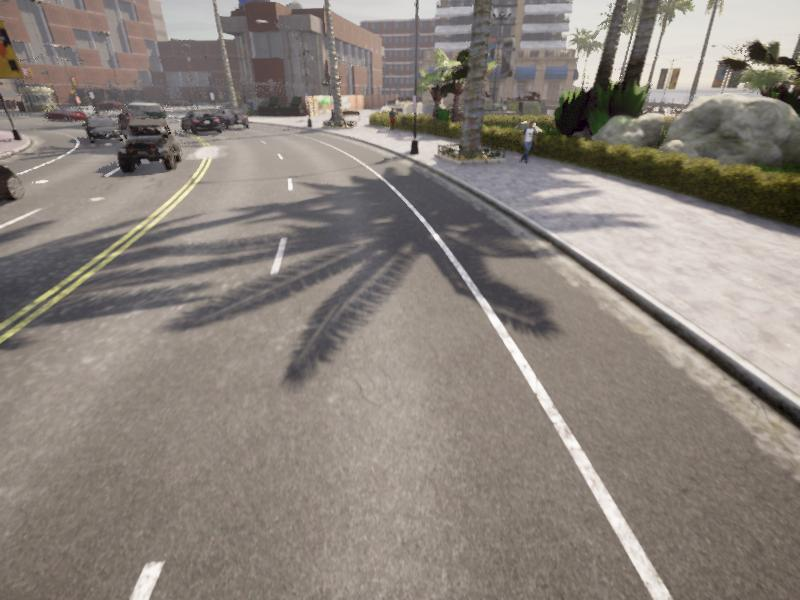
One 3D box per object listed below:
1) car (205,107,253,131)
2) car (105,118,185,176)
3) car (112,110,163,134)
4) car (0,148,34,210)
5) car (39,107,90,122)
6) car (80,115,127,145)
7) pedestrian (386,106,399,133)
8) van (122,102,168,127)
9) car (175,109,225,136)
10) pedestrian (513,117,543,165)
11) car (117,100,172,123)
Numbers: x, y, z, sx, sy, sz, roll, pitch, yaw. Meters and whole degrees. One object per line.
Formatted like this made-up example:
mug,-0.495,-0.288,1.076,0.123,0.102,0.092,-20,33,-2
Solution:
car,-15.696,-16.596,36.576,2.152,1.651,5.027,-23,35,-37
car,-10.857,-6.755,17.407,1.905,1.878,3.866,-9,29,-17
car,-22.090,-15.015,33.612,4.514,1.525,2.007,23,35,36
car,-12.282,-3.032,10.699,1.970,1.475,3.806,-7,28,-13
car,-37.566,-20.800,44.821,4.181,1.385,1.994,7,28,14
car,-19.956,-11.473,26.853,1.837,1.490,4.892,-19,33,-33
pedestrian,-0.588,-14.077,31.168,0.751,1.860,0.751,-11,30,-21
van,-25.266,-18.401,39.600,4.442,1.987,1.775,18,32,31
car,-16.314,-14.545,32.585,2.242,1.667,4.611,-20,34,-34
pedestrian,5.566,-6.927,17.465,0.751,1.860,0.751,-5,28,-9
car,-28.732,-21.217,44.933,5.566,2.045,2.150,14,30,24
